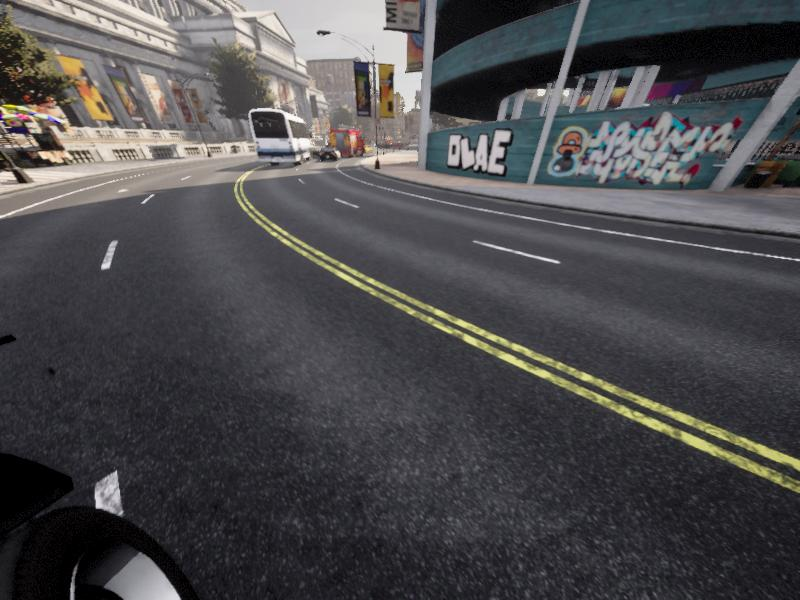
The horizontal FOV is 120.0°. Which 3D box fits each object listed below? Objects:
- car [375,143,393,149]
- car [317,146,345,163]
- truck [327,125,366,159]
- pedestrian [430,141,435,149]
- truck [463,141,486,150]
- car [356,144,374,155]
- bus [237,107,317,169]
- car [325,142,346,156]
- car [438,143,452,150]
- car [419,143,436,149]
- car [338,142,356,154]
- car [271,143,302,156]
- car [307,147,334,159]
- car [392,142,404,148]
[{"bbox_3d":[-4.652,-44.957,67.380,4.902,1.511,2.128,-26,42,-33],"label":"car"},{"bbox_3d":[-8.424,-18.131,28.630,2.038,1.542,4.974,0,35,-1],"label":"car"},{"bbox_3d":[-7.703,-23.986,35.069,2.891,3.827,8.468,4,35,5],"label":"truck"},{"bbox_3d":[9.616,-45.718,68.185,0.751,1.860,0.751,-27,43,-34],"label":"pedestrian"},{"bbox_3d":[22.938,-47.754,71.409,6.274,2.098,2.390,5,35,7],"label":"truck"},{"bbox_3d":[-6.411,-28.281,43.253,1.801,1.575,5.366,5,35,6],"label":"car"},{"bbox_3d":[-11.893,-16.679,24.085,3.944,4.253,10.273,-4,35,-7],"label":"bus"},{"bbox_3d":[-10.695,-25.359,38.688,1.905,1.878,3.866,5,35,6],"label":"car"},{"bbox_3d":[13.577,-46.394,69.705,3.988,1.617,1.851,5,35,6],"label":"car"},{"bbox_3d":[8.764,-49.063,73.560,4.892,1.490,1.837,8,36,11],"label":"car"},{"bbox_3d":[-9.875,-28.673,43.481,1.905,1.878,3.866,5,35,6],"label":"car"},{"bbox_3d":[-18.094,-24.204,37.079,2.242,1.667,4.611,5,35,7],"label":"car"},{"bbox_3d":[-11.502,-21.550,33.707,1.895,1.301,4.718,4,35,4],"label":"car"},{"bbox_3d":[-0.747,-52.899,78.885,2.007,1.525,4.514,-23,42,-30],"label":"car"}]
